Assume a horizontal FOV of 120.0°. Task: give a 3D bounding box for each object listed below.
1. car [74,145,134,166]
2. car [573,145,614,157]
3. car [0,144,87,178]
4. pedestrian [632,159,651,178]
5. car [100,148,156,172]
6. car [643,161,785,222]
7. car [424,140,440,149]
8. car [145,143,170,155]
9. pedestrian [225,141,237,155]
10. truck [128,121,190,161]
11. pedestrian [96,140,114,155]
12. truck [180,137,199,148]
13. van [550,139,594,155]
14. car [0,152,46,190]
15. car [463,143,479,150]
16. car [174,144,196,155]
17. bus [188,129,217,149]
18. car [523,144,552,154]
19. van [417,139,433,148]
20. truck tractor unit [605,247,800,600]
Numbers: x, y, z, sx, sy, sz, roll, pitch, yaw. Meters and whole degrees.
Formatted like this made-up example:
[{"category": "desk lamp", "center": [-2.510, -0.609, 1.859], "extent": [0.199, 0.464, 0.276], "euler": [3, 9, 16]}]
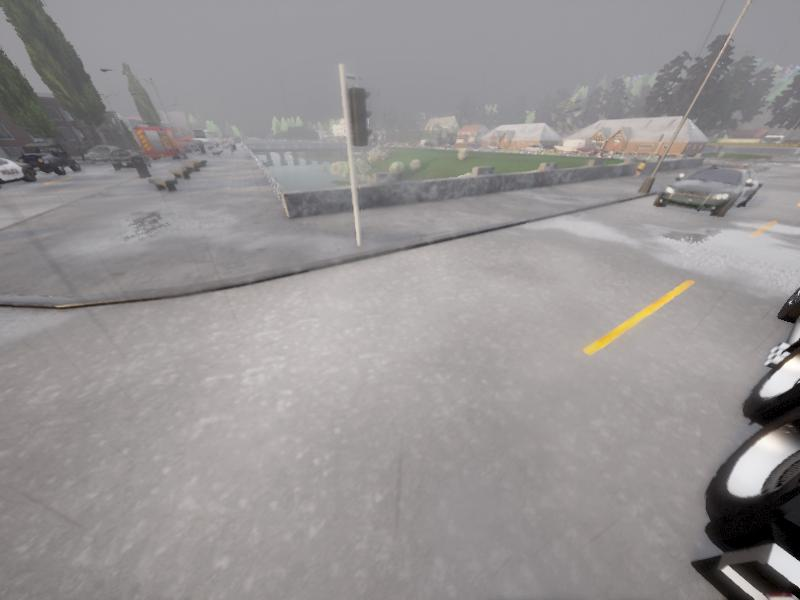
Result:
[{"category": "car", "center": [-31.231, -15.514, 24.631], "extent": [2.152, 1.651, 5.027], "euler": [-18, 39, -24]}, {"category": "car", "center": [33.589, -25.972, 40.281], "extent": [1.882, 1.535, 5.008], "euler": [-17, 39, -24]}, {"category": "car", "center": [-25.966, -10.306, 16.952], "extent": [1.905, 1.878, 3.866], "euler": [-18, 39, -24]}, {"category": "pedestrian", "center": [16.989, -9.264, 16.277], "extent": [0.500, 1.100, 0.500], "euler": [28, 43, 34]}, {"category": "car", "center": [-23.464, -12.262, 20.148], "extent": [1.816, 1.474, 4.193], "euler": [-18, 39, -24]}, {"category": "car", "center": [12.607, -4.546, 9.307], "extent": [4.974, 1.542, 2.038], "euler": [-18, 39, -24]}, {"category": "car", "center": [10.228, -49.768, 73.861], "extent": [2.150, 2.045, 5.566], "euler": [-18, 39, -24]}, {"category": "car", "center": [-41.997, -26.369, 40.161], "extent": [1.851, 1.617, 3.988], "euler": [-18, 39, -24]}, {"category": "pedestrian", "center": [-26.699, -24.080, 36.553], "extent": [0.751, 1.860, 0.751], "euler": [-7, 35, -10]}, {"category": "truck", "center": [-31.144, -20.927, 30.485], "extent": [2.891, 3.827, 8.468], "euler": [-17, 39, -24]}, {"category": "pedestrian", "center": [-43.930, -22.696, 34.418], "extent": [0.751, 1.860, 0.751], "euler": [-13, 37, -18]}, {"category": "truck", "center": [-59.994, -44.913, 65.915], "extent": [2.627, 2.467, 5.204], "euler": [-18, 39, -24]}, {"category": "van", "center": [34.042, -30.494, 46.007], "extent": [2.351, 2.431, 6.366], "euler": [-18, 39, -24]}, {"category": "car", "center": [-22.738, -6.926, 12.433], "extent": [2.038, 1.542, 4.974], "euler": [-17, 39, -24]}, {"category": "car", "center": [20.225, -44.047, 66.212], "extent": [1.816, 1.474, 4.193], "euler": [-18, 39, -24]}, {"category": "car", "center": [-37.687, -26.560, 40.587], "extent": [1.816, 1.474, 4.193], "euler": [-18, 39, -24]}, {"category": "bus", "center": [-54.918, -45.011, 64.532], "extent": [3.944, 4.253, 10.273], "euler": [-18, 39, -24]}, {"category": "car", "center": [28.381, -31.199, 47.763], "extent": [2.007, 1.525, 4.514], "euler": [-18, 39, -24]}, {"category": "van", "center": [8.757, -56.054, 82.538], "extent": [2.351, 2.431, 6.366], "euler": [-18, 39, -24]}, {"category": "truck tractor unit", "center": [5.077, -0.334, 0.822], "extent": [6.516, 4.208, 3.053], "euler": [-20, 39, -25]}]
